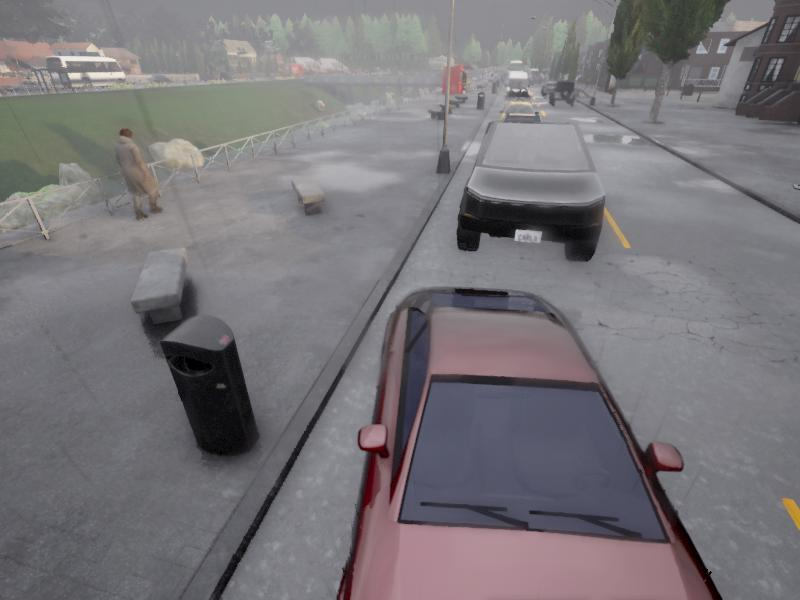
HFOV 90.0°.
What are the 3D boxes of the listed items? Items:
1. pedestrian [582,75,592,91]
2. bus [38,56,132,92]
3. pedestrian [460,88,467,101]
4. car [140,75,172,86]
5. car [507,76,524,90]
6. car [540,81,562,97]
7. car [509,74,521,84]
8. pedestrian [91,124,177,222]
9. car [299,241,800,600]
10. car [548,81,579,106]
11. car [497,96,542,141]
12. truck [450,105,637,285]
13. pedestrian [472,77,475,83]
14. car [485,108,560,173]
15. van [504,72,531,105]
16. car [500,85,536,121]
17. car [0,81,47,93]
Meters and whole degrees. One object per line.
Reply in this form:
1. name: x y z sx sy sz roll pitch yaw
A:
1. pedestrian: 25.686 -29.784 54.885 0.751 1.860 0.751 5 31 9
2. bus: -46.303 -33.735 59.566 3.944 4.253 10.273 7 31 12
3. pedestrian: 6.223 -20.150 39.158 0.500 1.100 0.500 -8 31 -13
4. car: -45.956 -41.517 75.478 2.033 1.649 4.856 7 31 12
5. car: 17.514 -33.008 60.736 2.097 1.767 4.553 7 31 12
6. car: 17.863 -25.118 47.543 1.970 1.475 3.806 7 31 12
7. car: 23.536 -45.327 81.960 2.033 1.649 4.856 7 31 12
8. pedestrian: -5.647 -2.719 8.604 0.751 1.860 0.751 7 31 12
9. car: 0.721 1.022 2.937 1.994 1.385 4.181 3 30 3
10. car: 14.581 -18.551 35.880 1.905 1.878 3.866 7 30 12
11. car: 6.172 -9.596 20.871 1.801 1.575 5.366 7 31 12
12. truck: 2.772 -2.831 8.780 2.390 2.098 6.274 7 31 12
13. pedestrian: 15.093 -45.143 81.945 0.500 1.100 0.500 6 31 10
14. car: 4.505 -6.140 15.025 2.128 1.511 4.902 7 31 12
15. van: 11.189 -20.337 38.307 1.988 2.561 5.915 7 31 12
16. car: 8.051 -13.588 27.408 1.932 1.855 4.605 7 31 12
17. car: -51.831 -29.305 54.925 1.895 1.301 4.718 7 31 12
